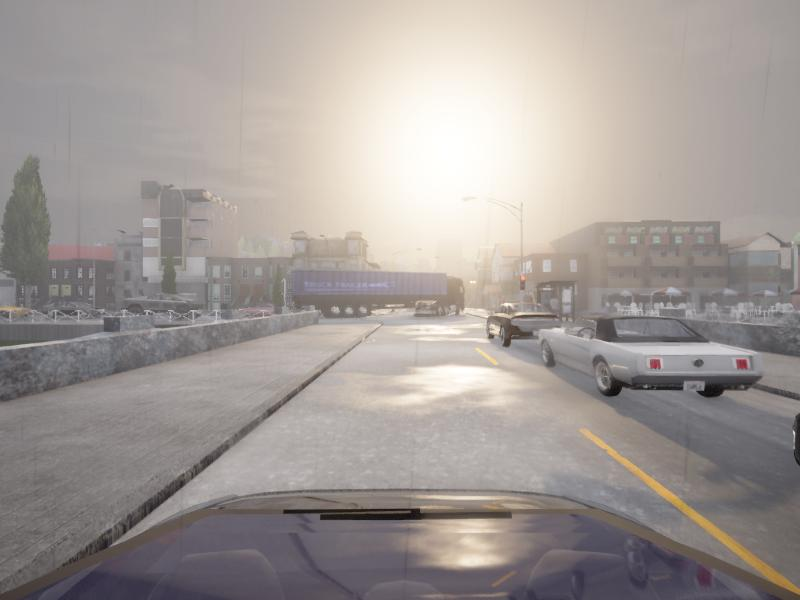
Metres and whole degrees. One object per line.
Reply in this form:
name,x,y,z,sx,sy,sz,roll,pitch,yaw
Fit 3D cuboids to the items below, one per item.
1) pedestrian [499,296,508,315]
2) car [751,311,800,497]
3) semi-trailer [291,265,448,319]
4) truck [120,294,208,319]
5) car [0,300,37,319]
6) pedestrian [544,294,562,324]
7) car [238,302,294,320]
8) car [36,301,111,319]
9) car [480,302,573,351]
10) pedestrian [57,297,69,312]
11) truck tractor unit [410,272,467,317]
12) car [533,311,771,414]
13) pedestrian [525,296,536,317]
pedestrian,10.327,0.533,39.891,0.751,1.860,0.751,0,0,30
car,4.079,0.844,1.222,1.837,1.490,4.892,0,0,2
semi-trailer,-2.475,-0.619,36.549,14.254,4.402,2.717,0,0,-23
truck,-20.453,0.542,34.834,6.274,2.098,2.390,0,0,2
car,-35.539,0.801,35.340,5.366,1.575,1.801,0,0,2
pedestrian,9.644,0.533,25.254,0.751,1.860,0.751,0,0,-9
car,-11.317,0.921,34.141,4.181,1.385,1.994,-1,0,-5
car,-28.550,0.836,35.105,4.902,1.511,2.128,0,0,2
car,4.438,0.836,14.911,2.128,1.511,4.902,0,0,3
pedestrian,-40.268,0.547,47.798,0.751,1.860,0.751,0,0,-2
truck tractor unit,4.080,-0.521,40.537,3.053,4.208,6.516,0,0,33
car,4.303,0.944,7.966,1.895,1.301,4.718,0,0,2
pedestrian,11.647,0.557,35.648,0.751,1.860,0.751,0,0,2
